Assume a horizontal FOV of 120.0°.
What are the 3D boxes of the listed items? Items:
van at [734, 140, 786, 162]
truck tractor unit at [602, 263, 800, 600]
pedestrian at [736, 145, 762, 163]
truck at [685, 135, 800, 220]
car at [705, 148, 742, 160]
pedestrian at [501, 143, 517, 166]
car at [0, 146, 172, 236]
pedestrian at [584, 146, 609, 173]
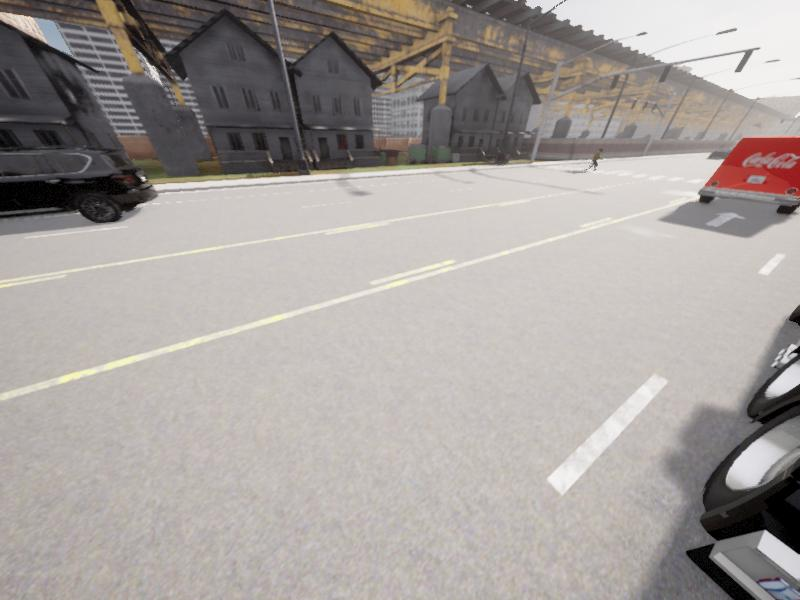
[{"bbox_3d":[51.500,-21.375,33.041,6.366,2.431,2.351,-18,39,-24],"label":"van"},{"bbox_3d":[5.108,-0.304,0.782,6.516,4.208,3.053,-18,39,-24],"label":"truck tractor unit"},{"bbox_3d":[43.965,-18.375,29.119,0.751,1.860,0.751,-2,35,-3],"label":"pedestrian"},{"bbox_3d":[15.324,-5.211,9.462,5.204,2.467,2.627,-17,39,-24],"label":"truck"},{"bbox_3d":[51.060,-23.111,36.436,5.357,1.411,2.033,-18,39,-24],"label":"car"},{"bbox_3d":[10.686,-14.307,22.720,0.751,1.860,0.751,-9,36,-13],"label":"pedestrian"},{"bbox_3d":[-11.230,-3.381,6.975,5.566,2.045,2.150,-18,39,-25],"label":"car"},{"bbox_3d":[16.526,-11.809,19.447,0.751,1.860,0.751,-24,42,-31],"label":"pedestrian"}]
